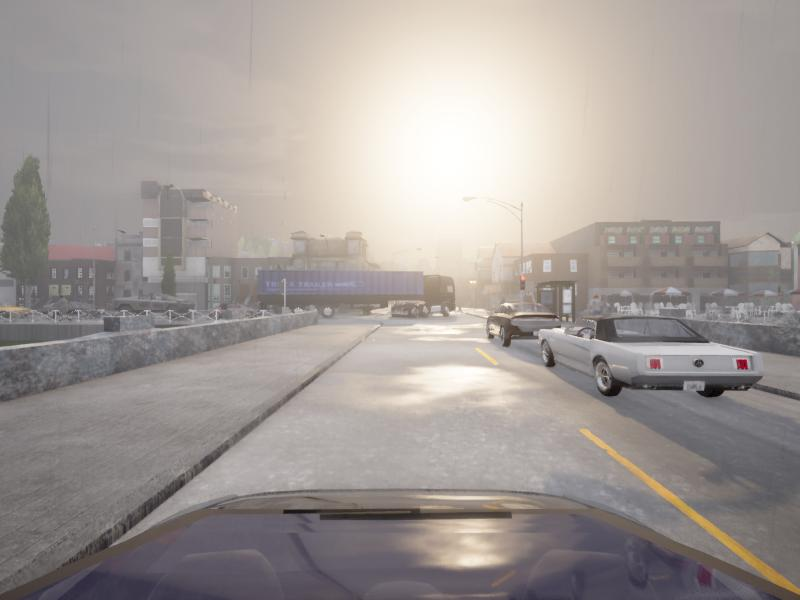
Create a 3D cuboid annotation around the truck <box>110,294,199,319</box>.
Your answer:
[{"bbox_3d":[-21.283,0.542,34.862,6.274,2.098,2.390,0,0,2],"label":"truck"}]

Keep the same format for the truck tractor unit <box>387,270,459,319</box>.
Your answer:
[{"bbox_3d":[2.289,-0.524,37.951,6.516,4.208,3.053,-1,1,-41],"label":"truck tractor unit"}]

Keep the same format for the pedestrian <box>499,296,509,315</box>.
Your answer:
[{"bbox_3d":[10.331,0.533,39.805,0.751,1.860,0.751,0,0,2],"label":"pedestrian"}]

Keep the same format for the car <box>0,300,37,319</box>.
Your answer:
[{"bbox_3d":[-35.539,0.801,35.340,5.366,1.575,1.801,0,0,2],"label":"car"}]

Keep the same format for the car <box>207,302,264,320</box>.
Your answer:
[{"bbox_3d":[-14.006,0.921,34.221,4.181,1.385,1.994,-1,0,-10],"label":"car"}]

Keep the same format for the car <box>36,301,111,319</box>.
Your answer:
[{"bbox_3d":[-28.550,0.836,35.105,4.902,1.511,2.128,0,0,2],"label":"car"}]

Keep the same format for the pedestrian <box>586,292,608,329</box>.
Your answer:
[{"bbox_3d":[9.959,0.533,20.269,0.751,1.860,0.751,0,0,0],"label":"pedestrian"}]

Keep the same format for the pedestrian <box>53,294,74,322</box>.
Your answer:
[{"bbox_3d":[-22.523,0.547,26.782,0.751,1.860,0.751,0,0,2],"label":"pedestrian"}]

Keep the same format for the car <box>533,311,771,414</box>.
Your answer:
[{"bbox_3d":[4.303,0.944,7.966,1.895,1.301,4.718,0,0,2],"label":"car"}]

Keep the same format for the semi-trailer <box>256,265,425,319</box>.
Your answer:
[{"bbox_3d":[-5.023,-0.622,35.455,14.254,4.402,2.717,0,0,-12],"label":"semi-trailer"}]

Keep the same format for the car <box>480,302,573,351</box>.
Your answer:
[{"bbox_3d":[4.438,0.836,14.911,2.128,1.511,4.902,0,0,3],"label":"car"}]
